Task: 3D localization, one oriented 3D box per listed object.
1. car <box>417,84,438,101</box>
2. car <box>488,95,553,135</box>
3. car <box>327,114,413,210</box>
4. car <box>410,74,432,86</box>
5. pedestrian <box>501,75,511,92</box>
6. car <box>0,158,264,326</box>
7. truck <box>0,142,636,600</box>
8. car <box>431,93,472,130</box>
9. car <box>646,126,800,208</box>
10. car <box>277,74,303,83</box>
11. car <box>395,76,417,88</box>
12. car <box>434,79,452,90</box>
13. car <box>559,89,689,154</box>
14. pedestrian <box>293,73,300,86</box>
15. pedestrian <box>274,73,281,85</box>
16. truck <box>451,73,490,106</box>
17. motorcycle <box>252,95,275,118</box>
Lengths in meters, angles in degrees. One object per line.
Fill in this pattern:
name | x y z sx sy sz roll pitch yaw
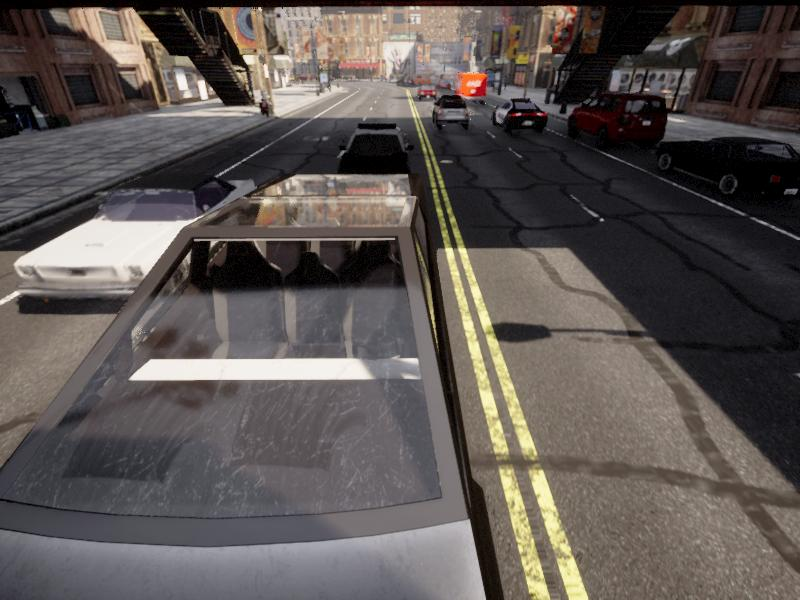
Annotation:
car | 2.851 -22.041 42.419 1.895 1.301 4.718 0 30 0
car | 6.389 -10.195 21.893 2.038 1.542 4.974 0 30 0
car | -0.651 -4.235 11.632 1.930 1.638 5.238 0 30 1
car | 3.655 -38.917 70.801 2.097 1.767 4.553 -12 32 -20
pedestrian | 13.497 -27.726 51.178 0.751 1.860 0.751 -6 31 -10
car | -4.180 -1.400 7.142 1.895 1.301 4.718 0 30 0
truck | -0.706 0.178 3.674 2.390 2.098 6.274 0 30 0
car | 2.889 -10.984 23.194 1.851 1.617 3.988 0 30 0
car | 9.509 -4.007 11.519 1.895 1.301 4.718 0 30 0
car | -23.840 -48.137 86.966 5.366 1.575 1.801 13 33 21
car | 0.941 -37.358 68.397 2.242 1.667 4.611 -10 32 -17
car | 6.287 -31.861 59.107 1.994 1.385 4.181 -2 30 -3
car | 9.453 -8.056 17.720 2.435 2.045 5.566 0 30 0
pedestrian | -17.740 -37.832 68.637 0.751 1.860 0.751 -22 37 -32
pedestrian | -22.399 -40.450 73.142 0.751 1.860 0.751 -25 38 -36
truck | 6.360 -19.464 36.828 2.627 2.467 5.204 0 30 0
motorcycle | -9.045 -12.859 26.519 0.856 1.236 1.805 -17 34 -26
